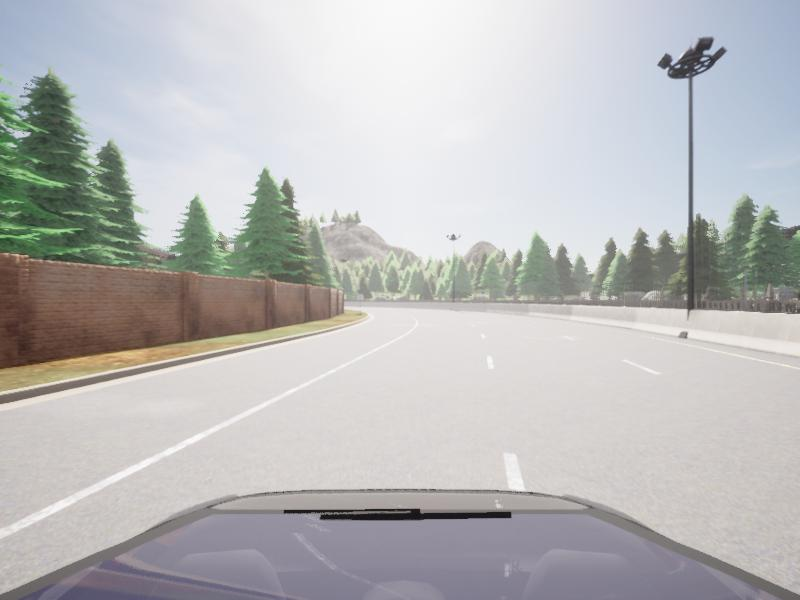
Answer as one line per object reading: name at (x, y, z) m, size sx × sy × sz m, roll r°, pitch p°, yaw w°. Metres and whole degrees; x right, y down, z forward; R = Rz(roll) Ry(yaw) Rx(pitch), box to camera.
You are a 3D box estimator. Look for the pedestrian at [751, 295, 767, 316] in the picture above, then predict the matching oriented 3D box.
pedestrian at (32.382, 0.501, 36.106) m, size 0.751 × 1.860 × 0.751 m, roll 0°, pitch 0°, yaw 6°
